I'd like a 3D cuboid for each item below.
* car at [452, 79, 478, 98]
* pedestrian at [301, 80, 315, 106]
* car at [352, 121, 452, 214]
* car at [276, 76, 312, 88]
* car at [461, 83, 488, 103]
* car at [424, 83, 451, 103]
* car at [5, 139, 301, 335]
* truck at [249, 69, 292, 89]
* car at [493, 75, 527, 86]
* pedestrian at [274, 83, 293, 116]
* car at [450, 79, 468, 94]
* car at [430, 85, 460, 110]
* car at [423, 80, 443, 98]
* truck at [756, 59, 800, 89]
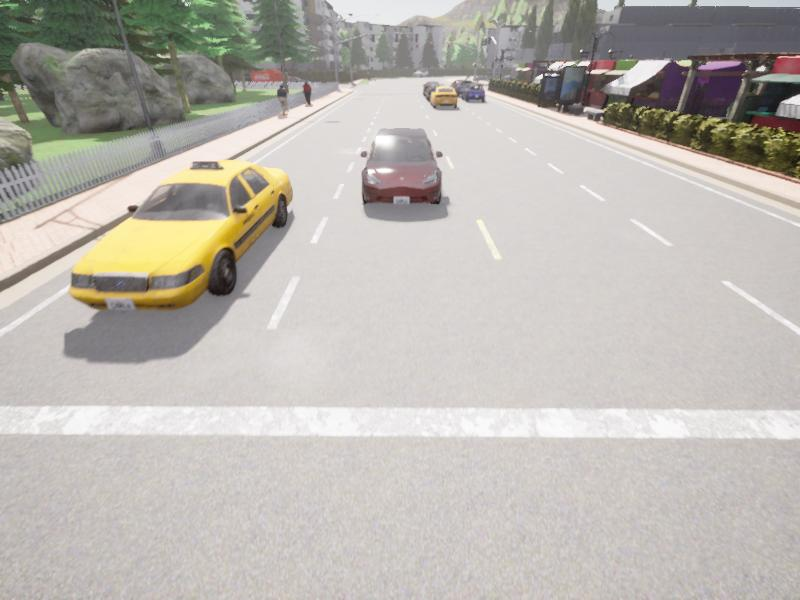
[{"bbox_3d":[7.116,-23.389,44.228,2.033,1.649,4.856,0,31,0],"label":"car"},{"bbox_3d":[-7.409,-16.634,32.123,0.751,1.860,0.751,0,30,0],"label":"pedestrian"},{"bbox_3d":[0.044,-3.886,11.145,2.163,1.488,4.792,0,30,0],"label":"car"},{"bbox_3d":[-16.475,-33.915,62.231,4.902,1.511,2.128,1,30,1],"label":"car"},{"bbox_3d":[7.104,-20.016,38.633,1.816,1.474,4.193,0,30,0],"label":"car"},{"bbox_3d":[3.616,-20.272,39.058,2.163,1.488,4.792,0,30,0],"label":"car"},{"bbox_3d":[-3.419,-1.595,7.141,1.801,1.575,5.366,1,30,1],"label":"car"},{"bbox_3d":[-19.028,-32.593,59.029,5.204,2.467,2.627,1,30,1],"label":"truck"},{"bbox_3d":[18.523,-37.031,67.483,5.027,1.651,2.152,2,30,3],"label":"car"},{"bbox_3d":[-7.532,-12.950,25.848,0.751,1.860,0.751,1,30,2],"label":"pedestrian"},{"bbox_3d":[7.228,-26.396,49.444,1.845,1.501,3.633,2,30,3],"label":"car"},{"bbox_3d":[3.634,-16.894,33.249,1.882,1.535,5.008,0,30,0],"label":"car"},{"bbox_3d":[3.618,-23.758,44.939,1.882,1.535,5.008,0,30,0],"label":"car"},{"bbox_3d":[59.552,-33.801,59.871,8.468,3.827,2.891,1,30,1],"label":"truck"}]
